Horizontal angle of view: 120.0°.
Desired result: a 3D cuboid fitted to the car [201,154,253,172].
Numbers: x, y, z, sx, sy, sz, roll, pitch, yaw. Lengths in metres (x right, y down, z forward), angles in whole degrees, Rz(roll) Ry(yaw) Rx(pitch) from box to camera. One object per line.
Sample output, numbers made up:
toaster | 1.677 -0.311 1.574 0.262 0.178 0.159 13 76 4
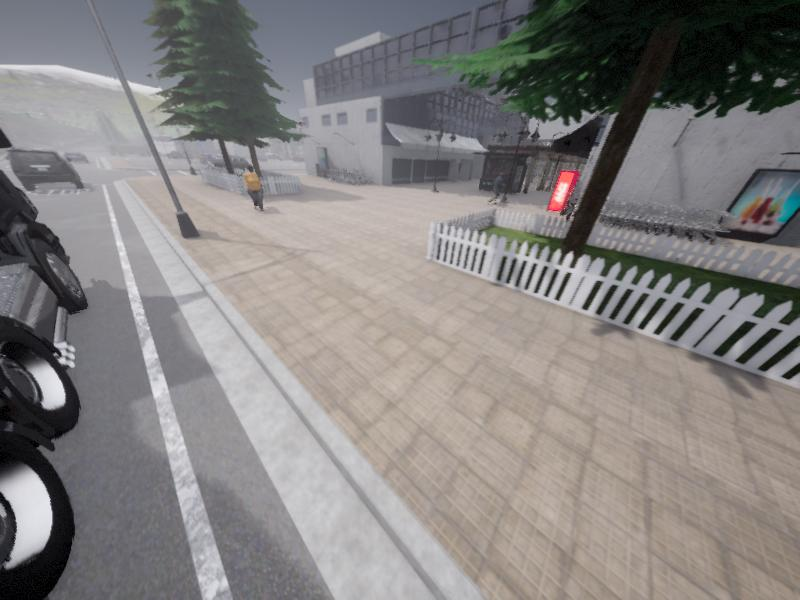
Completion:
car | -21.930 -17.460 29.502 1.932 1.855 4.605 27 39 34

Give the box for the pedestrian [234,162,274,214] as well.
pedestrian | -6.092 -4.694 9.694 0.751 1.860 0.751 25 38 31

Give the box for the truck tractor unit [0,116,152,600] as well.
truck tractor unit | -4.825 -0.515 1.105 6.516 4.208 3.053 27 40 34

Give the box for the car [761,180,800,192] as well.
car | 73.757 -22.255 44.908 2.242 1.667 4.611 24 37 30

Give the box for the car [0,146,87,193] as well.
car | -21.698 -8.072 14.160 5.566 2.045 2.150 25 38 32

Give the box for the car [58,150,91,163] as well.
car | -46.673 -20.677 33.240 4.792 1.488 2.163 27 39 34

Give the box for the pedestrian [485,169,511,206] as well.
pedestrian | 5.717 -6.560 13.556 0.751 1.860 0.751 -1 32 -6
